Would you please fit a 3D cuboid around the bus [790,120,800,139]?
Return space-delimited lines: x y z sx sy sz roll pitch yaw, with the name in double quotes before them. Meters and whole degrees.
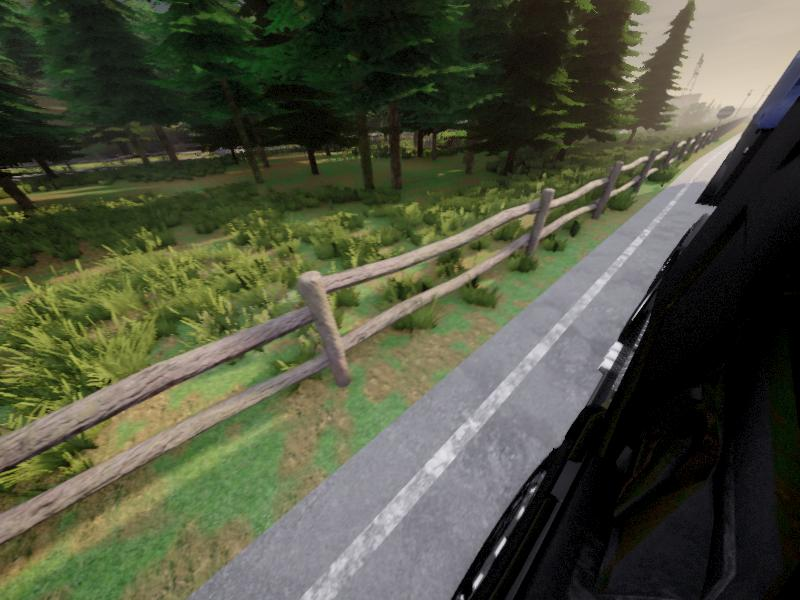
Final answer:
"bus" 41.769 -17.940 21.475 10.273 4.253 3.944 -27 43 -29

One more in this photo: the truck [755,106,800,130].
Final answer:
"truck" 52.773 -25.344 32.194 5.204 2.467 2.627 -27 43 -29

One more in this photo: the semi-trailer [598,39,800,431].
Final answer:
"semi-trailer" 8.686 -3.608 4.247 14.254 4.402 2.717 -28 43 -30

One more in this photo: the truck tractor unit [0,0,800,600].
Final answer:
"truck tractor unit" 2.645 -0.295 0.351 6.516 4.208 3.053 -28 44 -30
